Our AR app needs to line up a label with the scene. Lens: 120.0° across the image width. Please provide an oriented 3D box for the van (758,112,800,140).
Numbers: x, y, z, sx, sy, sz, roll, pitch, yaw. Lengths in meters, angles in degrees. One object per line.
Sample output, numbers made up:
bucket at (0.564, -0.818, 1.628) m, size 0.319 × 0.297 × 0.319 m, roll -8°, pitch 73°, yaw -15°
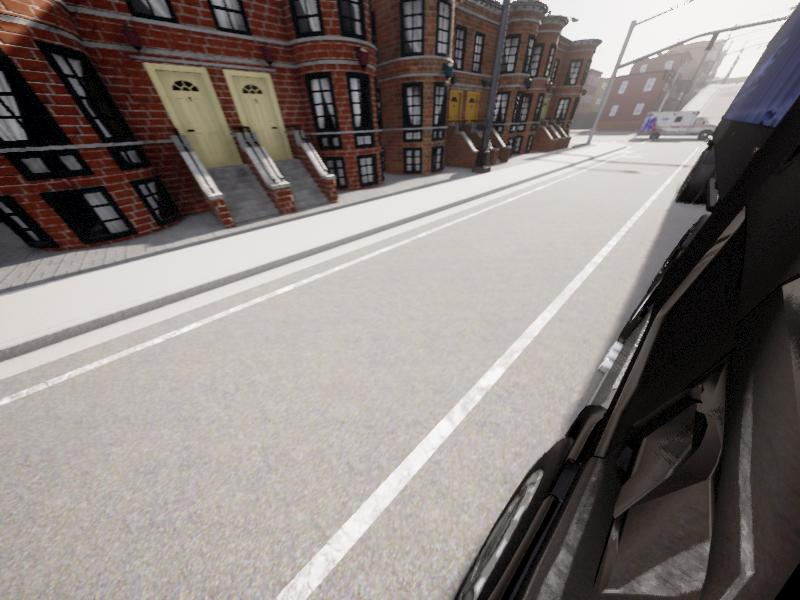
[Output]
van at (37.005, -16.000, 21.148) m, size 4.442 × 1.987 × 1.775 m, roll -2°, pitch 37°, yaw 1°

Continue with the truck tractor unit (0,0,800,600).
truck tractor unit at (2.645, -0.295, 0.351) m, size 6.516 × 4.208 × 3.053 m, roll -28°, pitch 44°, yaw -30°

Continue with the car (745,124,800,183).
car at (16.501, -6.012, 9.324) m, size 4.856 × 1.649 × 2.033 m, roll -31°, pitch 47°, yaw -33°

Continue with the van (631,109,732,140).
van at (30.015, -18.850, 24.989) m, size 2.351 × 2.431 × 6.366 m, roll -29°, pitch 44°, yaw -31°

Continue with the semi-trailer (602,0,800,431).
semi-trailer at (8.456, -3.752, 4.462) m, size 14.254 × 4.402 × 2.717 m, roll -31°, pitch 45°, yaw -32°
